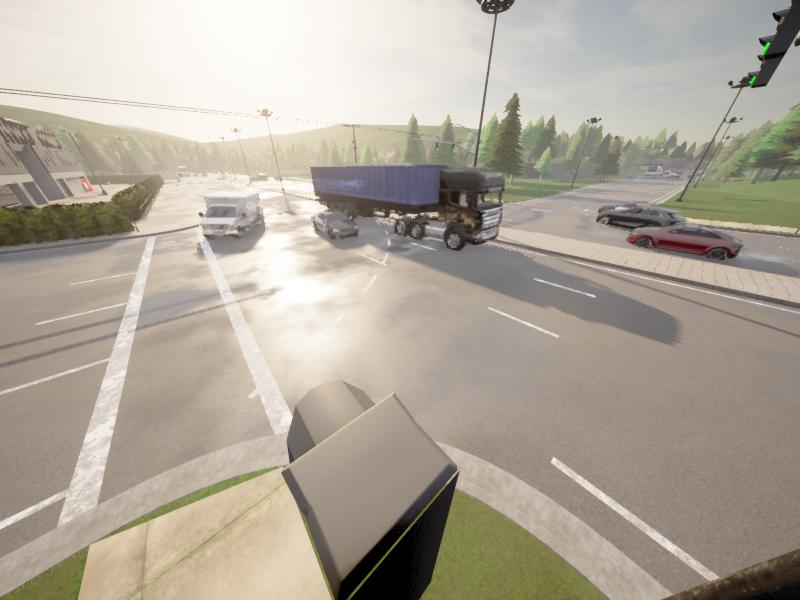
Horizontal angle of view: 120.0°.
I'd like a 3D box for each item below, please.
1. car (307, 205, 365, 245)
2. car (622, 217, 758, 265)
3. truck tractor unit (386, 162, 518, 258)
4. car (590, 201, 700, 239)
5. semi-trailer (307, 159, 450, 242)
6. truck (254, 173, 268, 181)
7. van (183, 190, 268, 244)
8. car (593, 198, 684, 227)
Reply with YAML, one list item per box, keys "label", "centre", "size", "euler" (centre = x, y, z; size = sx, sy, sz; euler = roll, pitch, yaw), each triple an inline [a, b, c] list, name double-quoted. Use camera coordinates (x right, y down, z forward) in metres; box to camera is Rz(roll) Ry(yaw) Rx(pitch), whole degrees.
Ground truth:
- label: "car"
  centre: [-4.459, -5.285, 15.737]
  size: [2.038, 1.542, 4.974]
  euler: [-19, 35, -28]
- label: "car"
  centre: [15.328, -3.380, 12.594]
  size: [1.994, 1.385, 4.181]
  euler: [-25, 38, -36]
- label: "truck tractor unit"
  centre: [2.522, -5.649, 13.662]
  size: [3.053, 4.208, 6.516]
  euler: [-25, 38, -36]
- label: "car"
  centre: [17.432, -6.005, 16.879]
  size: [2.033, 1.649, 4.856]
  euler: [-12, 32, -18]
- label: "semi-trailer"
  centre: [-2.803, -8.658, 18.684]
  size: [2.717, 4.402, 14.254]
  euler: [-24, 38, -35]
- label: "truck"
  centre: [-47.886, -42.535, 79.675]
  size: [2.390, 2.098, 6.274]
  euler: [-23, 37, -35]
- label: "van"
  centre: [-11.614, -6.060, 16.232]
  size: [2.351, 2.431, 6.366]
  euler: [-5, 30, -14]
- label: "car"
  centre: [20.055, -7.669, 19.868]
  size: [2.038, 1.542, 4.974]
  euler: [-6, 31, -13]
